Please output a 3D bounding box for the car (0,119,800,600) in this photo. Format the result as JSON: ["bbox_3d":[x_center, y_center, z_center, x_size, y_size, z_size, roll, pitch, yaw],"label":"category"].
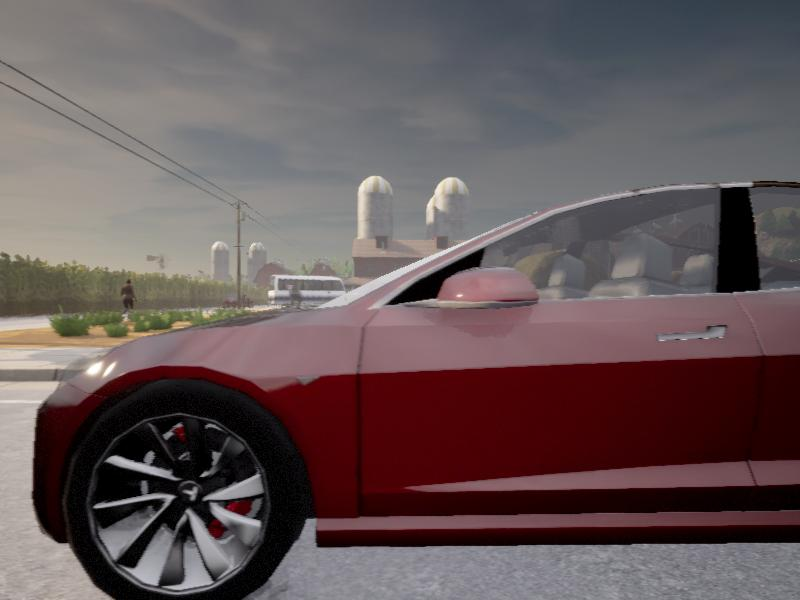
[{"bbox_3d":[0.914,0.251,2.175,4.792,1.488,2.163,0,0,0],"label":"car"}]

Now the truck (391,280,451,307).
[{"bbox_3d":[3.019,-0.909,58.984,8.468,3.827,2.891,0,0,-4],"label":"truck"}]

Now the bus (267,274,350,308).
[{"bbox_3d":[-12.333,-1.116,54.189,10.273,4.253,3.944,0,0,-32],"label":"bus"}]

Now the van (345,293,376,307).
[{"bbox_3d":[-5.704,-0.017,58.357,4.480,2.038,2.069,0,0,-4],"label":"van"}]

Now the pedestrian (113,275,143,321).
[{"bbox_3d":[-11.346,-0.077,16.708,0.751,1.860,0.751,0,0,-4],"label":"pedestrian"}]

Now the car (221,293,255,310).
[{"bbox_3d":[-17.722,0.135,43.897,2.097,1.767,4.553,0,0,-3],"label":"car"}]
